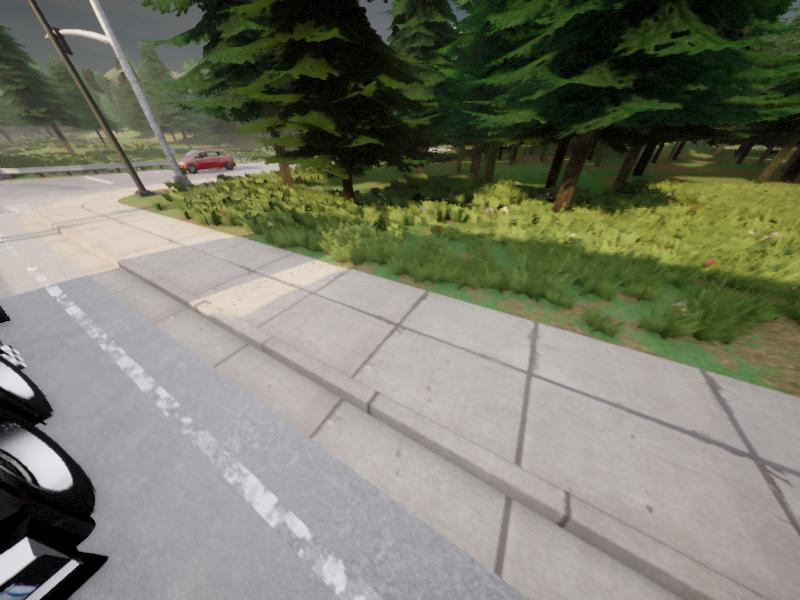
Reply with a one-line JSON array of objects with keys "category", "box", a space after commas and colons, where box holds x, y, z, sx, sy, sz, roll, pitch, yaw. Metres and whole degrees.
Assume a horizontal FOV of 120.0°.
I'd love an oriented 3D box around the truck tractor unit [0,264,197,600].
[{"category": "truck tractor unit", "box": [-5.109, -0.303, 0.778, 6.516, 4.208, 3.053, 18, 39, 24]}]
